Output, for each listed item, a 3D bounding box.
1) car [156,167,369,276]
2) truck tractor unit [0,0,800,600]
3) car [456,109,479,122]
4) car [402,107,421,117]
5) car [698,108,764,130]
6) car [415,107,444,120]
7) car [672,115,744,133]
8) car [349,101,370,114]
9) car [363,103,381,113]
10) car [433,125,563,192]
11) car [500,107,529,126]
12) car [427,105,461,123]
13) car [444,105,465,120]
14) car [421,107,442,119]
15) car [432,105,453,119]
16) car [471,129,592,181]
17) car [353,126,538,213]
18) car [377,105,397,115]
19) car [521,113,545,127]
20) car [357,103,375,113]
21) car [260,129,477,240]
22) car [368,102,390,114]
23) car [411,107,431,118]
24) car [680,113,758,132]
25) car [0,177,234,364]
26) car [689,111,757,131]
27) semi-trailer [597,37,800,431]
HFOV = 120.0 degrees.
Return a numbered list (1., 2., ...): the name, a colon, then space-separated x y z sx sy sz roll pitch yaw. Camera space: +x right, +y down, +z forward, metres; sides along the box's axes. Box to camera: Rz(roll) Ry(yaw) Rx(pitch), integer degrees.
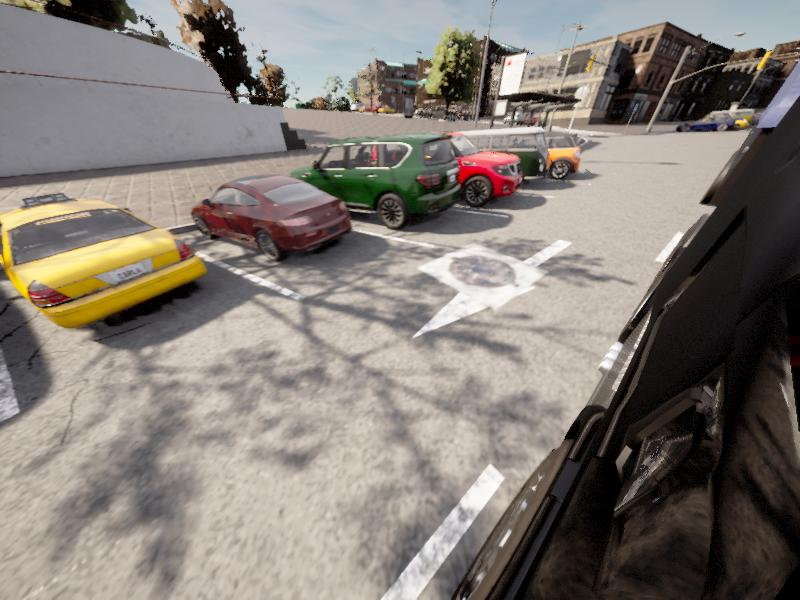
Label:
1. car: -3.317 -2.200 5.609 4.674 1.452 2.002 18 42 26
2. truck tractor unit: 2.645 -0.295 0.352 6.516 4.208 3.053 -28 44 -30
3. car: 11.883 -32.438 40.634 2.231 1.521 4.892 23 43 23
4. car: 2.522 -40.311 49.533 2.002 1.452 4.674 23 43 22
5. car: 44.730 -24.551 31.424 4.442 1.987 1.878 22 43 31
6. car: 5.124 -32.683 40.514 2.128 1.511 4.902 -26 48 -30
7. car: 36.986 -21.280 28.024 4.792 1.488 2.163 22 43 30
8. car: -10.738 -51.336 61.688 2.435 2.045 5.566 19 40 25
9. car: -6.955 -48.277 58.215 2.185 1.767 4.553 22 42 22
10. car: 3.847 -5.959 9.719 4.442 1.987 1.878 18 41 27
11. car: 17.517 -27.912 35.177 2.435 2.045 5.566 23 43 23
12. car: 6.524 -27.978 34.680 1.932 1.855 4.605 -26 48 -30
13. car: 9.975 -34.133 42.188 1.878 1.987 4.442 24 43 22
14. car: 6.375 -37.283 46.086 1.946 1.575 5.366 23 43 23
15. car: 8.101 -35.715 43.964 1.878 1.987 4.442 24 43 22
16. car: 6.157 -7.078 11.233 4.553 1.767 2.185 18 42 27
17. car: 1.407 -4.818 8.313 5.566 2.045 2.435 18 41 27
18. car: -3.026 -45.152 54.917 1.946 1.575 5.366 23 43 22
19. car: 19.365 -26.096 33.572 2.002 1.452 4.674 23 43 22
20. car: -8.828 -49.828 60.014 2.185 1.767 4.553 20 41 23
21. car: -1.005 -3.638 6.894 5.566 2.045 2.435 18 42 27
22. car: -5.020 -46.799 56.372 2.435 2.045 5.566 23 43 21
23. car: 4.409 -38.735 47.765 2.002 1.452 4.674 24 43 22
24. car: 39.719 -22.224 29.028 5.366 1.575 1.946 22 43 30
25. car: -5.828 -1.093 4.225 5.366 1.575 1.946 18 41 26
26. car: 42.074 -23.460 30.319 4.553 1.767 2.185 22 43 31
27. semi-trailer: 8.726 -3.587 4.199 14.254 4.402 2.717 -28 44 -29
